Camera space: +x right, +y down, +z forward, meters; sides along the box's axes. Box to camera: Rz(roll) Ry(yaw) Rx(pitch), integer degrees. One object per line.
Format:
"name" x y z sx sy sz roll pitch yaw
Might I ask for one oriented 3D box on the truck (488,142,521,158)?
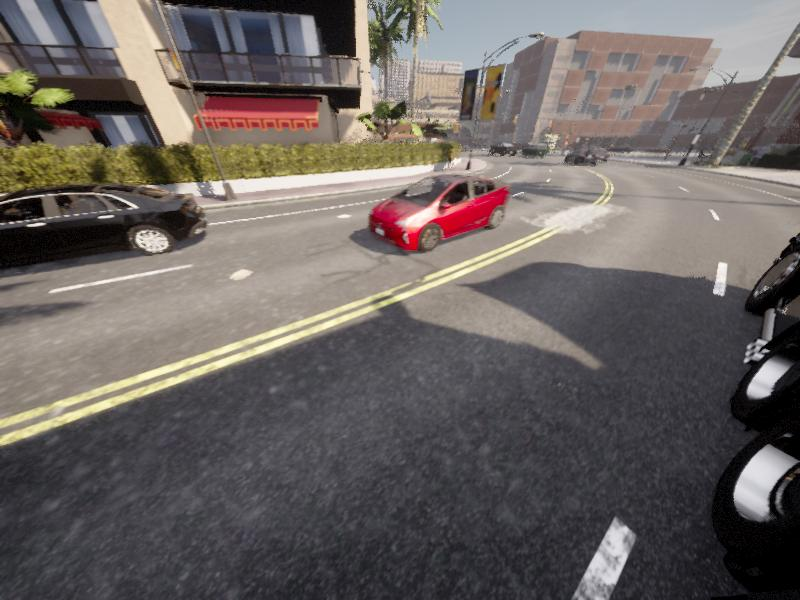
"truck" 18.425 -26.874 41.293 2.390 2.098 6.274 -4 35 -6

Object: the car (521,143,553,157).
"car" 25.156 -27.838 42.757 2.150 2.045 5.566 -4 35 -5

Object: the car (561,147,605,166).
"car" 21.795 -17.304 27.777 2.242 1.667 4.611 7 35 10

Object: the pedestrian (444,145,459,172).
"pedestrian" 4.267 -11.760 19.200 0.751 1.860 0.751 24 41 30

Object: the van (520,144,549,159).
"van" 22.166 -24.697 38.239 1.775 1.987 4.442 -2 34 -3

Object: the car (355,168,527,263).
"car" 1.284 -2.701 6.637 4.514 1.525 2.007 -24 41 -30

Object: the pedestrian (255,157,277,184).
"pedestrian" -8.157 -7.887 14.063 0.751 1.300 0.751 -19 39 -25

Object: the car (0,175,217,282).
"car" -7.458 -1.733 5.237 4.892 1.490 1.837 -19 39 -25

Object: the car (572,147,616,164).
"car" 25.830 -19.525 31.057 2.152 1.651 5.027 4 35 6

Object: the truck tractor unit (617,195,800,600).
"truck tractor unit" 4.986 -0.409 0.944 6.516 4.208 3.053 -23 41 -29
